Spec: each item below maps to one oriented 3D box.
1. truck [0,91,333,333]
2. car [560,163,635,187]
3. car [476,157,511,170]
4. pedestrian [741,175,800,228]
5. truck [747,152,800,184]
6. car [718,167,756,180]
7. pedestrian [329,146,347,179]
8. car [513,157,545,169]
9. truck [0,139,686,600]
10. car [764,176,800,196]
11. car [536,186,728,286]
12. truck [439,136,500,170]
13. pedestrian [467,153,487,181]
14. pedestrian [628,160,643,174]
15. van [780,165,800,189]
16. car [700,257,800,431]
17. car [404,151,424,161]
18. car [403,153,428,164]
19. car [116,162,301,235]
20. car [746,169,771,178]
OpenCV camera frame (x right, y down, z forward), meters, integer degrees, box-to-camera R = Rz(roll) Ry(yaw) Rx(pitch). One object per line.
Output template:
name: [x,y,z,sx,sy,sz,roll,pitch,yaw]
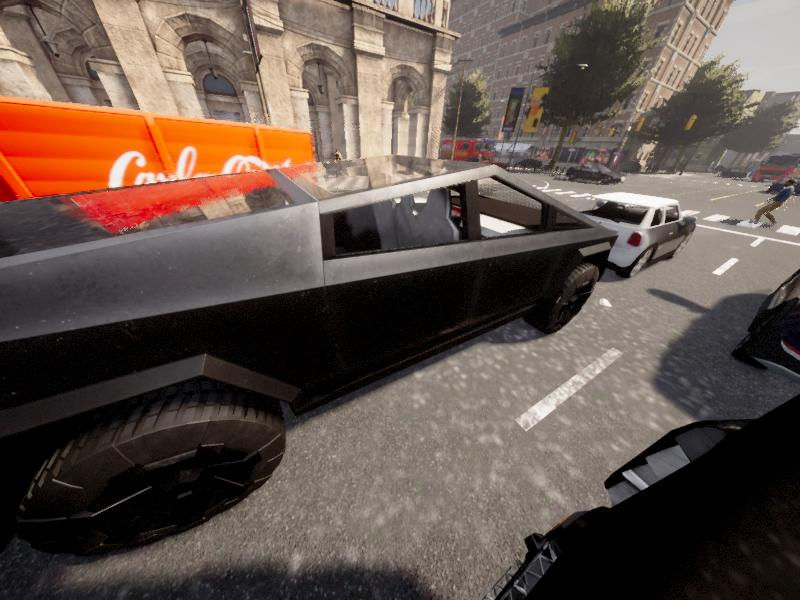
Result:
truck: [-4.214,-1.625,3.876,5.204,2.467,2.627,-14,37,-27]
car: [18.722,-12.110,22.261,2.128,1.511,4.902,-16,38,-26]
car: [13.993,-20.587,34.855,1.895,1.301,4.718,-16,38,-26]
pedestrian: [15.527,-4.054,9.523,0.751,1.860,0.751,-17,38,-27]
truck: [57.345,-19.939,34.940,8.468,3.827,2.891,-16,38,-26]
car: [58.602,-22.129,40.308,1.930,1.638,5.238,23,39,27]
pedestrian: [-4.140,-9.234,15.529,0.751,1.860,0.751,-21,40,-31]
car: [22.951,-24.465,41.252,1.812,1.442,4.674,-16,38,-26]
truck: [-0.123,-0.414,2.663,6.274,2.098,2.390,-16,38,-26]
car: [37.183,-10.872,21.950,4.181,1.385,1.994,-16,38,-26]
car: [5.756,-1.852,5.845,3.806,1.475,1.970,-16,38,-26]
truck: [9.863,-21.924,34.259,2.891,3.827,8.468,-16,38,-26]
pedestrian: [5.922,-10.274,17.872,0.751,1.860,0.751,-11,36,-20]
pedestrian: [36.307,-20.519,35.645,0.751,1.860,0.751,-14,37,-24]
van: [50.304,-15.104,28.378,6.366,2.431,2.351,-16,38,-26]
car: [6.276,0.178,2.690,4.856,1.649,2.033,-16,38,-26]
car: [2.702,-28.021,45.014,1.970,1.475,3.806,-16,38,-26]
car: [2.529,-24.524,39.889,1.895,1.301,4.718,-16,38,-26]
car: [-5.236,-3.208,6.990,3.633,1.501,1.845,-16,38,-26]
car: [73.003,-25.721,47.006,4.674,1.442,1.812,-16,38,-26]
